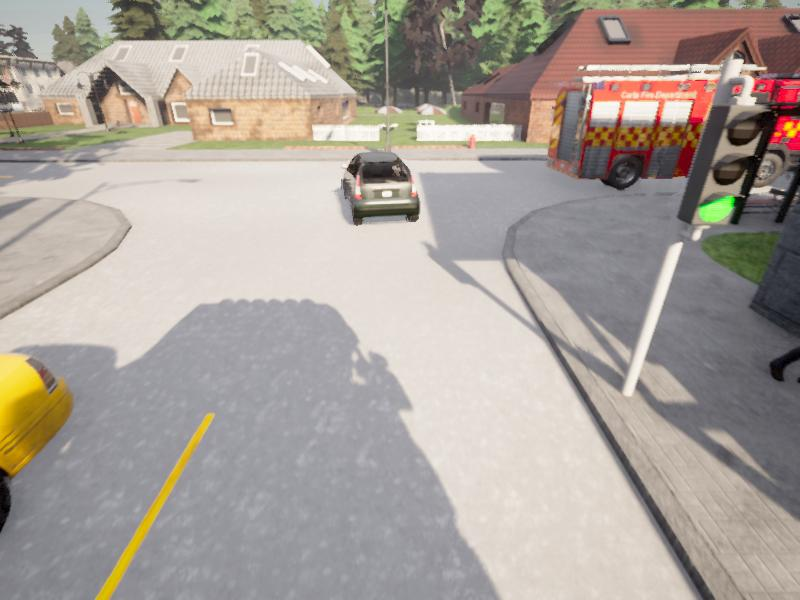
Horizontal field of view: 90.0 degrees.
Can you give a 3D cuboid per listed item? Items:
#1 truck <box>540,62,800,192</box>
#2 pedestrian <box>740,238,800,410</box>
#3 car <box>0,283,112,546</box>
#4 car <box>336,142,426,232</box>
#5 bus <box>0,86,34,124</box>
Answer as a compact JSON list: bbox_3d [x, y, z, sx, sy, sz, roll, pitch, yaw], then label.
[{"bbox_3d":[9.986,-6.204,14.317,8.468,3.827,2.891,-2,27,-3],"label":"truck"},{"bbox_3d":[4.393,0.121,3.975,0.751,1.860,0.751,0,27,0],"label":"pedestrian"},{"bbox_3d":[-3.932,1.788,1.430,1.801,1.575,5.366,0,27,1],"label":"car"},{"bbox_3d":[-0.695,-3.389,11.385,1.851,1.617,3.988,-5,28,-10],"label":"car"},{"bbox_3d":[-53.228,-24.604,50.488,3.944,4.253,10.273,0,27,0],"label":"bus"}]
